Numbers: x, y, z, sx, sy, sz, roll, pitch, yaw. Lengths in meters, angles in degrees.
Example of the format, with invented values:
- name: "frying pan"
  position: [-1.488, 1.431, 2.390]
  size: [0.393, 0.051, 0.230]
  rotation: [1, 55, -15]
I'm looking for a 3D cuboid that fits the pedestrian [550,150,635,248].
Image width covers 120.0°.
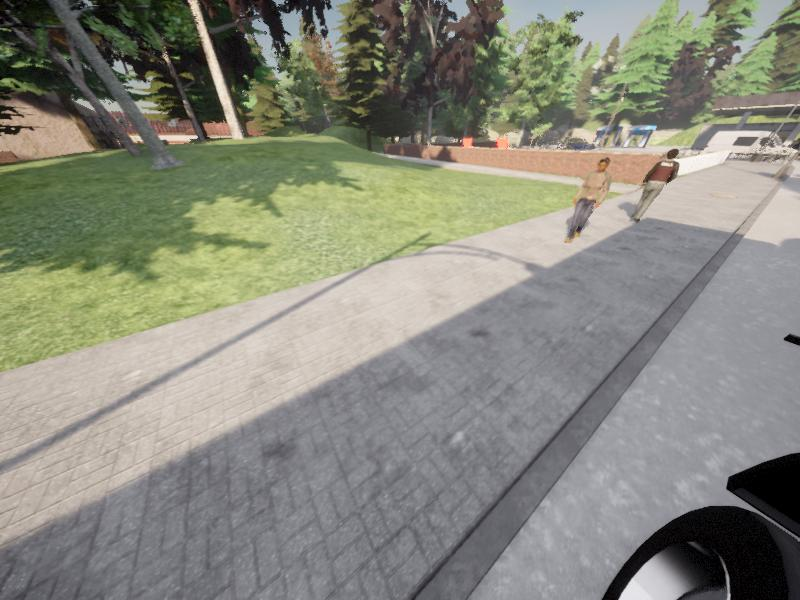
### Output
- name: "pedestrian"
  position: [4.258, -2.259, 5.233]
  size: [0.751, 1.860, 0.751]
  rotation: [28, 44, 34]

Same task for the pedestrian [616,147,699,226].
- name: "pedestrian"
  position: [7.205, -3.213, 6.559]
  size: [0.751, 1.860, 0.751]
  rotation: [-25, 42, -30]

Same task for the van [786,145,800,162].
- name: "van"
  position: [40.518, -13.771, 21.305]
  size: [2.069, 2.038, 4.480]
  rotation: [6, 36, 7]

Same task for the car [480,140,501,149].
- name: "car"
  position: [19.886, -34.283, 50.961]
  size: [1.789, 1.549, 3.705]
  rotation: [-21, 41, -27]

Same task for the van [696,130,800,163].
- name: "van"
  position: [36.259, -15.951, 23.995]
  size: [1.988, 2.561, 5.915]
  rotation: [-14, 37, -20]

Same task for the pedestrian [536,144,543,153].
- name: "pedestrian"
  position: [21.781, -23.698, 36.116]
  size: [0.500, 1.100, 0.500]
  rotation: [-13, 37, -18]

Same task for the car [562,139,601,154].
- name: "car"
  position: [27.791, -23.585, 35.440]
  size: [1.905, 1.878, 3.866]
  rotation: [-21, 41, -27]

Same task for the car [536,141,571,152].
- name: "car"
  position: [27.606, -27.694, 41.653]
  size: [1.812, 1.442, 4.674]
  rotation: [-21, 40, -27]

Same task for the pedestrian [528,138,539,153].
- name: "pedestrian"
  position: [20.902, -24.192, 36.164]
  size: [0.751, 1.860, 0.751]
  rotation: [-22, 40, -27]
